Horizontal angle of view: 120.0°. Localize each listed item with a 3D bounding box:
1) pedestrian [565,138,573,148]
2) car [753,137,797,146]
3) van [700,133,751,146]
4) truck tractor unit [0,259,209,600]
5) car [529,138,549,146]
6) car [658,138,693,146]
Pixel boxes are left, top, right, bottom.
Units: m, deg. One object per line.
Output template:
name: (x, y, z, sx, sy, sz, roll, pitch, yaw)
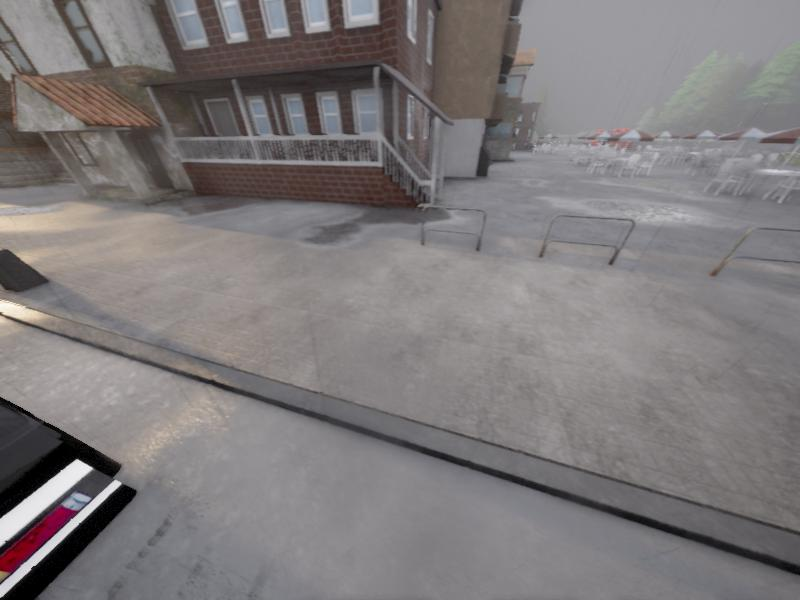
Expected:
pedestrian: (36.379, -33.815, 49.681, 0.751, 1.860, 0.751, -27, 43, -33)
car: (84.965, -35.944, 52.405, 4.856, 1.649, 2.033, 9, 36, 14)
van: (76.341, -37.698, 54.327, 6.366, 2.431, 2.351, 9, 36, 14)
truck tractor unit: (-5.287, -0.067, 0.457, 6.516, 4.208, 3.053, 10, 36, 14)
car: (40.172, -45.845, 66.956, 4.553, 1.767, 2.097, 9, 36, 14)
car: (67.574, -38.809, 56.760, 4.974, 1.542, 2.038, 9, 36, 14)
